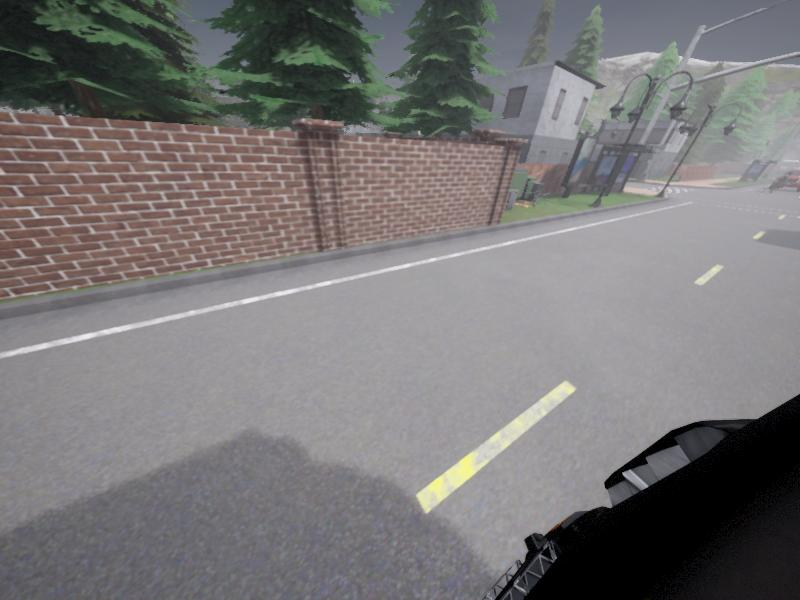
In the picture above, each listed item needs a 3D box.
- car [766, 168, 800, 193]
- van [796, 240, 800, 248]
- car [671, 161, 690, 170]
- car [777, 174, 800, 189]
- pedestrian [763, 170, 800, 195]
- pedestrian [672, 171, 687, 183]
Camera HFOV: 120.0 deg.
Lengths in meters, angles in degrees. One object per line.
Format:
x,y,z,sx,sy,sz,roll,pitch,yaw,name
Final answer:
43.131,-13.163,25.280,5.566,2.045,2.150,-16,38,-27,car
15.361,-2.672,7.383,4.442,1.987,1.775,-16,38,-27,van
78.429,-37.549,64.574,4.605,1.855,1.932,-17,39,-28,car
49.970,-14.908,29.052,4.181,1.385,1.994,-16,38,-27,car
34.327,-10.571,20.816,0.751,1.860,0.751,-12,36,-21,pedestrian
29.973,-13.180,24.785,0.500,1.100,0.500,-22,41,-32,pedestrian
